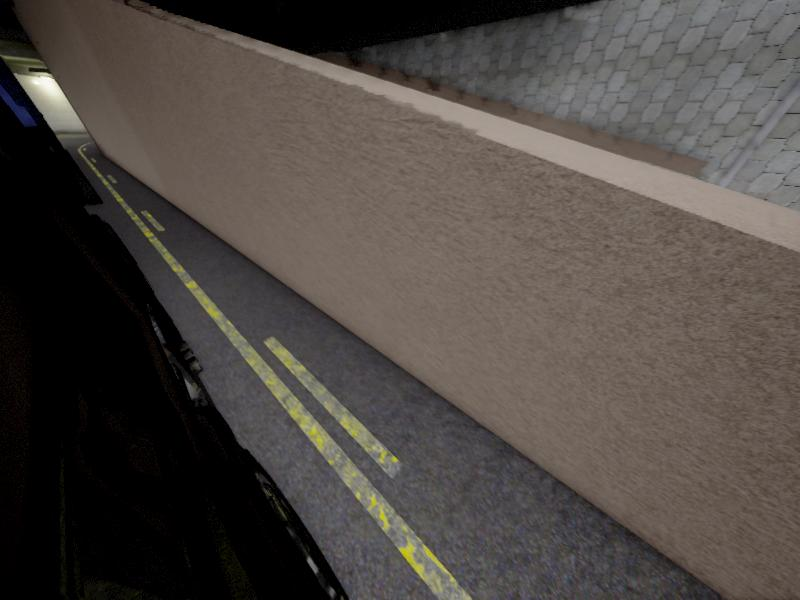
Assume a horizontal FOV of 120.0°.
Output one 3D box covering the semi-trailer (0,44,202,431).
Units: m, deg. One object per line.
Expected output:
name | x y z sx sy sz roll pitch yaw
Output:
semi-trailer | -8.710 -3.593 4.221 14.254 4.402 2.717 28 44 30

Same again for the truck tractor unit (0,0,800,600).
truck tractor unit | -2.645 -0.295 0.351 6.516 4.208 3.053 28 44 30
